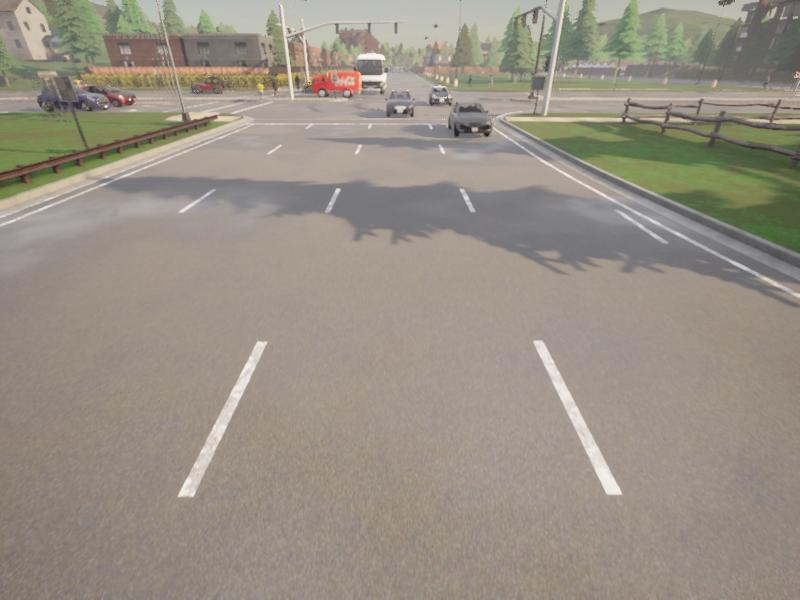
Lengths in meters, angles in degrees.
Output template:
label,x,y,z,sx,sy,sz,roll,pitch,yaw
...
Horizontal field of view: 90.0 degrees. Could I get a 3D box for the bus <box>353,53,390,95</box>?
label,x,y,z,sx,sy,sz,roll,pitch,yaw
bus,-3.365,-28.598,50.613,3.944,4.253,10.273,0,30,0

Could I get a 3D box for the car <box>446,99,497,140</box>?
label,x,y,z,sx,sy,sz,roll,pitch,yaw
car,3.510,-9.298,20.407,1.816,1.474,4.193,0,30,0

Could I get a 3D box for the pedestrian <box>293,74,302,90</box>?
label,x,y,z,sx,sy,sz,roll,pitch,yaw
pedestrian,-13.717,-29.157,53.516,0.751,1.860,0.751,-2,30,-4

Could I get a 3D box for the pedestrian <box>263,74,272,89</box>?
label,x,y,z,sx,sy,sz,roll,pitch,yaw
pedestrian,-18.876,-31.184,57.035,0.751,1.860,0.751,0,30,1

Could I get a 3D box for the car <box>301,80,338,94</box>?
label,x,y,z,sx,sy,sz,roll,pitch,yaw
car,-10.267,-27.243,51.147,1.994,1.385,4.181,25,39,36

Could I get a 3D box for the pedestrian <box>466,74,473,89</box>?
label,x,y,z,sx,sy,sz,roll,pitch,yaw
pedestrian,10.010,-31.499,57.591,0.751,1.860,0.751,1,30,2

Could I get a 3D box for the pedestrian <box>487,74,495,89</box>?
label,x,y,z,sx,sy,sz,roll,pitch,yaw
pedestrian,12.971,-31.154,57.002,0.751,1.860,0.751,3,30,5

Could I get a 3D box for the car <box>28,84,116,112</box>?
label,x,y,z,sx,sy,sz,roll,pitch,yaw
car,-24.959,-15.460,30.597,4.553,1.767,2.097,0,30,1

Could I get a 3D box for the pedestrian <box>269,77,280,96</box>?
label,x,y,z,sx,sy,sz,roll,pitch,yaw
pedestrian,-14.522,-24.809,46.454,0.751,1.860,0.751,2,30,3

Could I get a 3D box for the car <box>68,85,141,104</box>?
label,x,y,z,sx,sy,sz,roll,pitch,yaw
car,-26.993,-18.873,36.735,4.792,1.488,2.163,0,30,1

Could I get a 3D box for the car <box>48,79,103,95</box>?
label,x,y,z,sx,sy,sz,roll,pitch,yaw
car,-39.306,-25.849,48.540,5.366,1.575,1.801,6,31,10

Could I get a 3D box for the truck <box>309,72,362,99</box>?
label,x,y,z,sx,sy,sz,roll,pitch,yaw
truck,-6.868,-23.229,43.206,5.204,2.467,2.627,0,30,1

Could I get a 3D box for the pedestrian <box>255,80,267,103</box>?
label,x,y,z,sx,sy,sz,roll,pitch,yaw
pedestrian,-13.033,-19.519,37.423,0.751,1.860,0.751,-8,31,-13

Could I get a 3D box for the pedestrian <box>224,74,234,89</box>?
label,x,y,z,sx,sy,sz,roll,pitch,yaw
pedestrian,-24.450,-31.328,57.277,0.751,1.860,0.751,0,30,0

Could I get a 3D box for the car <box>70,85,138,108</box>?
label,x,y,z,sx,sy,sz,roll,pitch,yaw
car,-24.803,-17.145,33.661,3.988,1.617,1.851,0,30,1

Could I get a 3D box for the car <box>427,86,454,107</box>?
label,x,y,z,sx,sy,sz,roll,pitch,yaw
car,3.513,-17.881,35.062,1.970,1.475,3.806,0,30,0

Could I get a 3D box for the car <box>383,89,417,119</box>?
label,x,y,z,sx,sy,sz,roll,pitch,yaw
car,0.010,-13.688,27.866,2.128,1.511,4.902,0,30,0

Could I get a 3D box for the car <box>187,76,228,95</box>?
label,x,y,z,sx,sy,sz,roll,pitch,yaw
car,-23.407,-26.180,48.807,3.866,1.878,1.905,-6,31,-9
